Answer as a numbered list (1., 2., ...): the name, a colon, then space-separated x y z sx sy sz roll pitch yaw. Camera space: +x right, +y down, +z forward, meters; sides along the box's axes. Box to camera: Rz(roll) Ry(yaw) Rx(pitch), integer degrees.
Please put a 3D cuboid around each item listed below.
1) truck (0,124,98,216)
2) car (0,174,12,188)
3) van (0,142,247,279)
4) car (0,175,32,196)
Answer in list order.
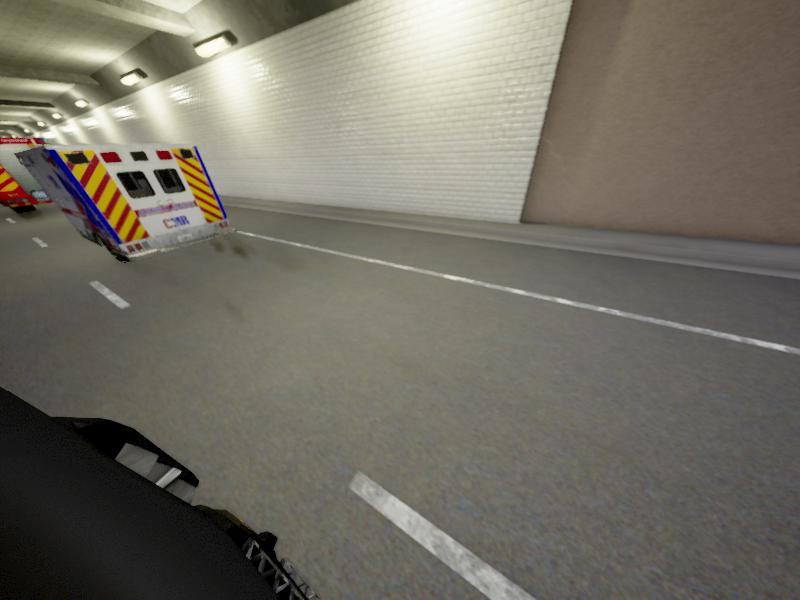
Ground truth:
1. truck: -22.683 -7.674 13.692 8.468 3.827 2.891 16 38 26
2. car: -48.936 -14.257 27.603 3.633 1.501 1.845 16 38 26
3. van: -7.833 -2.837 6.588 6.366 2.431 2.351 16 38 26
4. car: -36.596 -10.682 21.396 4.674 1.442 1.812 16 38 26
